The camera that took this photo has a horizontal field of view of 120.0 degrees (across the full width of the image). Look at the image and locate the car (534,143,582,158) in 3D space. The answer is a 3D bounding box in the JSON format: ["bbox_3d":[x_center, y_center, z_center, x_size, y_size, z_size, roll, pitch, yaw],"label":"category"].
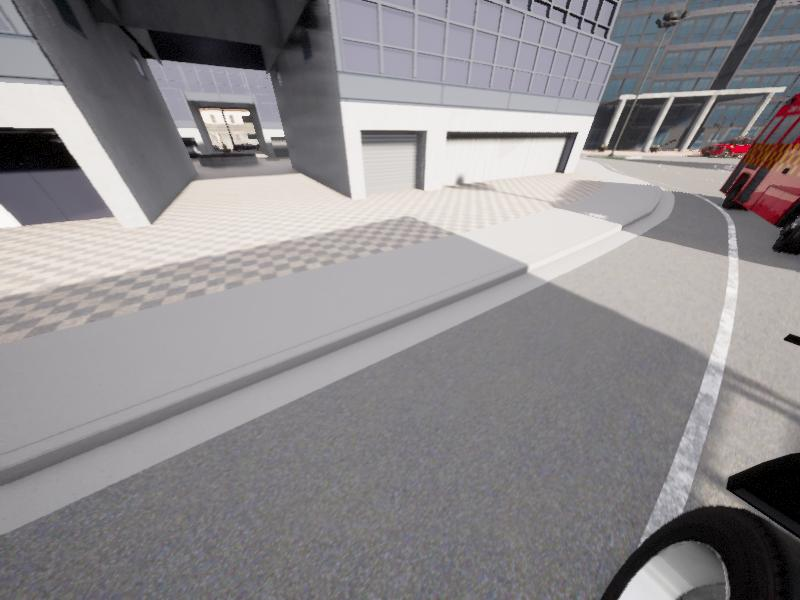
[{"bbox_3d":[21.256,-20.324,31.320,2.038,1.542,4.974,-12,37,-16],"label":"car"}]

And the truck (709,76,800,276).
[{"bbox_3d":[11.579,-3.404,5.321,2.891,3.827,8.468,25,42,32],"label":"truck"}]

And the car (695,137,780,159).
[{"bbox_3d":[39.760,-18.065,27.434,5.566,2.045,2.150,2,35,3],"label":"car"}]
